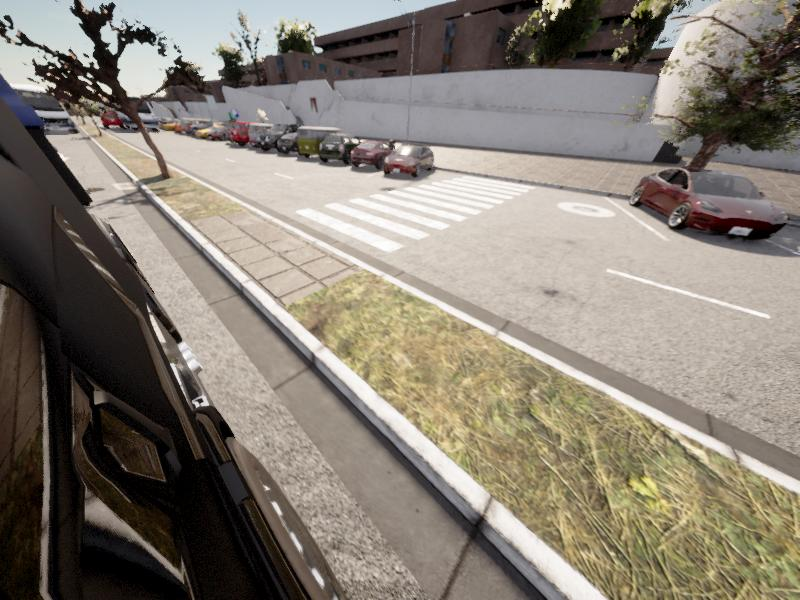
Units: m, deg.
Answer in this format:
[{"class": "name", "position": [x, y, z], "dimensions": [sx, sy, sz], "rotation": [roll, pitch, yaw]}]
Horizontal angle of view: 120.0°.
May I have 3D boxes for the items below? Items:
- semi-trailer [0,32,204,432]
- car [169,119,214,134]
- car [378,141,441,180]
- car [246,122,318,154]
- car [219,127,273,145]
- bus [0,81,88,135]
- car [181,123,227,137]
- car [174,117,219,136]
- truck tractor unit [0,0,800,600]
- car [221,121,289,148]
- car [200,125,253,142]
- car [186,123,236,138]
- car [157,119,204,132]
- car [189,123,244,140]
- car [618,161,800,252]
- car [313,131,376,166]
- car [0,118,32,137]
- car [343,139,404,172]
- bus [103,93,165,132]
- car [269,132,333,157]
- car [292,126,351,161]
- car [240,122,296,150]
[{"class": "semi-trailer", "position": [-8.844, -3.504, 4.076], "dimensions": [14.254, 4.402, 2.717], "rotation": [27, 43, 28]}, {"class": "car", "position": [-32.812, -27.411, 36.558], "dimensions": [2.185, 1.767, 4.553], "rotation": [15, 38, 15]}, {"class": "car", "position": [0.708, -8.413, 13.725], "dimensions": [2.163, 1.488, 4.792], "rotation": [15, 38, 15]}, {"class": "car", "position": [-10.460, -14.891, 21.237], "dimensions": [2.435, 2.045, 5.566], "rotation": [15, 38, 16]}, {"class": "car", "position": [-17.173, -18.424, 26.028], "dimensions": [2.002, 1.452, 4.674], "rotation": [15, 38, 16]}, {"class": "bus", "position": [-41.847, -22.514, 27.370], "dimensions": [10.273, 4.253, 3.944], "rotation": [30, 45, 30]}, {"class": "car", "position": [-28.345, -24.741, 33.649], "dimensions": [2.002, 1.452, 4.674], "rotation": [15, 38, 16]}, {"class": "car", "position": [-30.594, -26.161, 34.916], "dimensions": [1.878, 1.987, 4.442], "rotation": [16, 38, 15]}, {"class": "truck tractor unit", "position": [-2.645, -0.295, 0.351], "dimensions": [6.516, 4.208, 3.053], "rotation": [28, 44, 30]}, {"class": "car", "position": [-14.916, -17.423, 24.351], "dimensions": [2.435, 2.045, 5.566], "rotation": [15, 38, 16]}, {"class": "car", "position": [-21.647, -20.932, 29.058], "dimensions": [2.163, 1.488, 4.792], "rotation": [16, 38, 15]}, {"class": "car", "position": [-26.100, -23.495, 32.152], "dimensions": [2.163, 1.488, 4.792], "rotation": [15, 38, 15]}, {"class": "car", "position": [-37.335, -29.792, 39.530], "dimensions": [1.946, 1.575, 5.366], "rotation": [16, 38, 15]}, {"class": "car", "position": [-23.933, -22.137, 30.443], "dimensions": [1.946, 1.575, 5.366], "rotation": [16, 38, 15]}, {"class": "car", "position": [9.696, -3.388, 7.553], "dimensions": [2.163, 1.488, 4.792], "rotation": [15, 38, 15]}, {"class": "car", "position": [-3.773, -11.044, 16.711], "dimensions": [2.185, 1.767, 4.553], "rotation": [15, 38, 16]}, {"class": "car", "position": [-39.035, -17.208, 22.976], "dimensions": [4.181, 1.385, 1.994], "rotation": [30, 44, 30]}, {"class": "car", "position": [-1.539, -9.677, 15.296], "dimensions": [2.002, 1.452, 4.674], "rotation": [15, 38, 16]}, {"class": "bus", "position": [-42.659, -29.912, 37.016], "dimensions": [10.273, 4.253, 3.944], "rotation": [30, 45, 30]}, {"class": "car", "position": [-8.237, -13.453, 19.871], "dimensions": [2.231, 1.521, 4.892], "rotation": [15, 38, 16]}, {"class": "car", "position": [-5.950, -12.453, 18.298], "dimensions": [1.878, 1.987, 4.442], "rotation": [15, 38, 16]}, {"class": "car", "position": [-12.727, -16.072, 22.718], "dimensions": [1.878, 1.987, 4.442], "rotation": [15, 38, 16]}]
